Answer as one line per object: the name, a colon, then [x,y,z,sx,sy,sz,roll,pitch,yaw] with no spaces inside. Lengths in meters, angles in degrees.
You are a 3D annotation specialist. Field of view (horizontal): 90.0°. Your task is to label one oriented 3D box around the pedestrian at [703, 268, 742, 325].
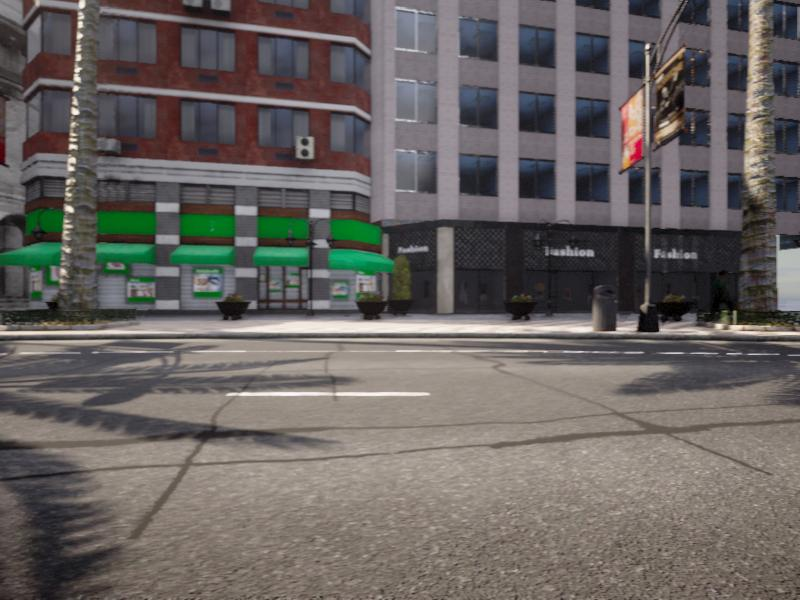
pedestrian: [10.837,-0.127,13.477,0.751,1.860,0.751,0,0,10]
